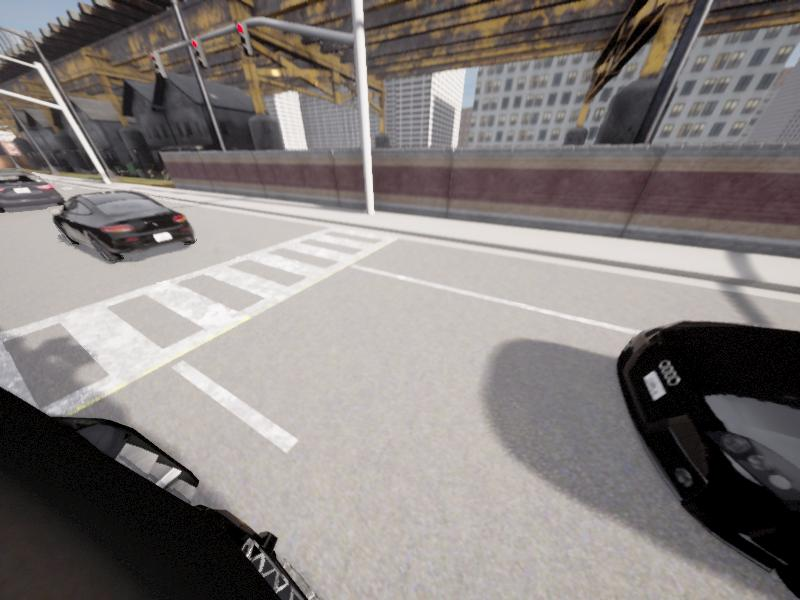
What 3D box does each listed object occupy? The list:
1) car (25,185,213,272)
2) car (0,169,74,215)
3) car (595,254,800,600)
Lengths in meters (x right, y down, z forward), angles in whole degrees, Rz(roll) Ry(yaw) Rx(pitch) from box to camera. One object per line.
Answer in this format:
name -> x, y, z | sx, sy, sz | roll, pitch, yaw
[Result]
car -> -7.844, -2.252, 6.495 | 4.674, 1.442, 1.812 | 16, 35, 23
car -> -19.673, -5.652, 11.772 | 4.611, 1.667, 2.242 | 16, 35, 23
car -> 4.012, 1.094, 1.163 | 4.181, 1.385, 1.994 | 16, 35, 23
